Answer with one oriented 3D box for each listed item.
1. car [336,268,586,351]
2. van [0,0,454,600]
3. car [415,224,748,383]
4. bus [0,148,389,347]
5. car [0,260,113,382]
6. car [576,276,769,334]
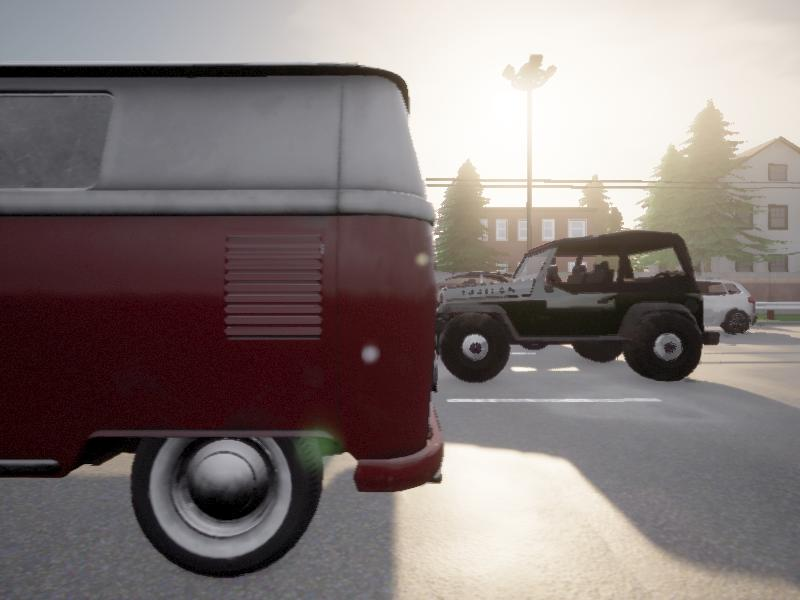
[{"bbox_3d":[1.257,0.180,9.184,5.027,1.651,2.152,0,0,3],"label":"car"},{"bbox_3d":[-2.043,0.000,2.200,4.442,1.987,1.775,0,0,0],"label":"van"},{"bbox_3d":[2.188,0.043,5.697,3.866,1.878,1.905,0,0,0],"label":"car"},{"bbox_3d":[-5.802,-1.129,11.601,10.273,4.253,3.944,0,-1,13],"label":"bus"},{"bbox_3d":[-7.274,0.256,5.709,4.792,1.488,2.163,0,0,0],"label":"car"},{"bbox_3d":[8.371,0.150,12.686,4.611,1.667,2.242,0,0,0],"label":"car"}]
